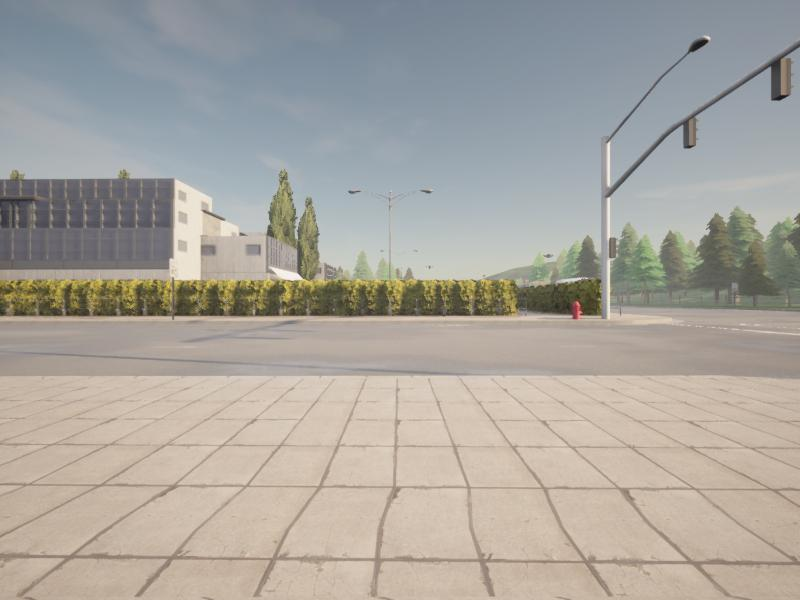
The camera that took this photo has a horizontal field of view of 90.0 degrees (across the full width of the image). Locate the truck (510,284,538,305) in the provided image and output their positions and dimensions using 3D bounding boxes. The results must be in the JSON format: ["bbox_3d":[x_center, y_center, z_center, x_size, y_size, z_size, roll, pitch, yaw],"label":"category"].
[{"bbox_3d":[23.981,-0.945,77.859,2.891,3.827,8.468,0,0,1],"label":"truck"}]

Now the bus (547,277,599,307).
[{"bbox_3d":[27.120,-1.157,63.483,3.944,4.253,10.273,0,0,1],"label":"bus"}]
